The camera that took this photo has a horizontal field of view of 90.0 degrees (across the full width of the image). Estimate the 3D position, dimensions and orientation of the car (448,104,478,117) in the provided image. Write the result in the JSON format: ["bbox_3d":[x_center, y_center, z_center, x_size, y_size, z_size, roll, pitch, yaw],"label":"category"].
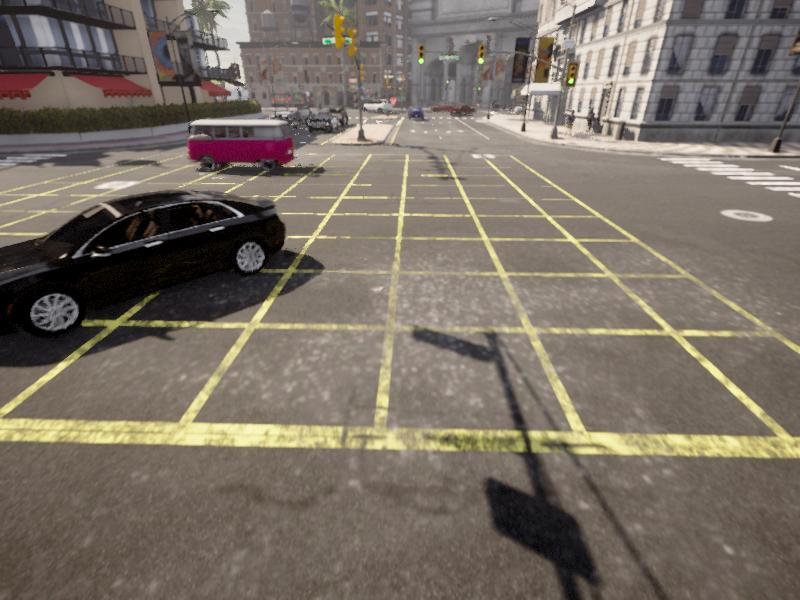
[{"bbox_3d":[9.260,-27.734,58.403,1.882,1.535,5.008,21,34,35],"label":"car"}]

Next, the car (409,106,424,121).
[{"bbox_3d":[2.049,-23.369,50.064,1.812,1.442,4.674,1,27,2],"label":"car"}]

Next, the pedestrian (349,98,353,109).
[{"bbox_3d":[-9.767,-39.224,79.787,0.751,1.860,0.751,1,27,2],"label":"pedestrian"}]

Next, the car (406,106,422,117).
[{"bbox_3d":[2.007,-26.964,57.161,1.895,1.301,4.718,-1,27,-3],"label":"car"}]

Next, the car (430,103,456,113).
[{"bbox_3d":[7.299,-33.004,68.624,4.193,1.474,1.816,1,27,2],"label":"car"}]

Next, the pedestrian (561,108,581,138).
[{"bbox_3d":[12.166,-12.602,28.479,0.751,1.860,0.751,-3,28,-6],"label":"pedestrian"}]

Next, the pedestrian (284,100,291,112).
[{"bbox_3d":[-19.133,-32.879,67.848,0.751,1.860,0.751,2,27,3],"label":"pedestrian"}]

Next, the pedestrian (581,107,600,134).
[{"bbox_3d":[14.916,-14.088,31.354,0.751,1.860,0.751,3,28,6],"label":"pedestrian"}]

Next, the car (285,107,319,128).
[{"bbox_3d":[-9.817,-18.532,40.481,1.930,1.638,5.238,1,27,2],"label":"car"}]

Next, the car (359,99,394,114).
[{"bbox_3d":[-3.842,-31.698,65.471,5.566,2.045,2.150,20,33,33],"label":"car"}]

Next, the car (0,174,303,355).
[{"bbox_3d":[-4.307,-0.944,6.719,1.837,1.490,4.892,22,35,38],"label":"car"}]

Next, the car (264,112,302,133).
[{"bbox_3d":[-10.037,-15.383,34.583,1.970,1.475,3.806,1,27,2],"label":"car"}]

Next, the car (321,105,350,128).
[{"bbox_3d":[-6.339,-18.296,39.777,1.932,1.855,4.605,1,27,2],"label":"car"}]

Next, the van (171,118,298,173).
[{"bbox_3d":[-6.935,-6.682,17.248,4.442,1.987,1.775,1,27,1],"label":"van"}]

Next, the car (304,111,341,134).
[{"bbox_3d":[-6.550,-15.267,34.311,2.038,1.542,4.974,1,27,2],"label":"car"}]
